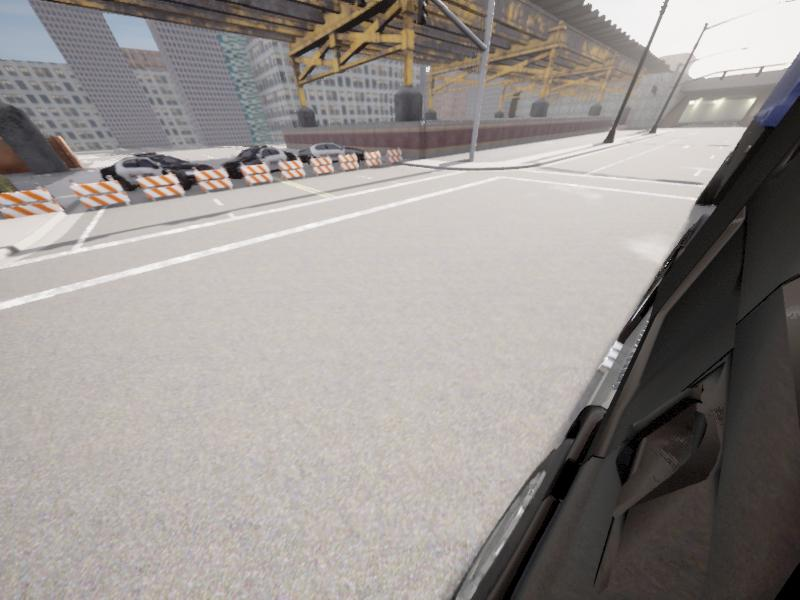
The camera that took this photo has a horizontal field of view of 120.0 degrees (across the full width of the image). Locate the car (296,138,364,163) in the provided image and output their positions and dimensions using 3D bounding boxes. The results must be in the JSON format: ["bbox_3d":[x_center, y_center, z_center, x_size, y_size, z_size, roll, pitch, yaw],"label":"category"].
[{"bbox_3d":[-5.064,-11.128,17.164,4.536,1.218,1.853,-9,37,-8],"label":"car"}]

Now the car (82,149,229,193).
[{"bbox_3d":[-12.116,-6.589,11.782,4.974,1.542,2.038,1,37,4],"label":"car"}]

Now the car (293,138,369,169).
[{"bbox_3d":[-5.008,-11.010,17.266,4.974,1.542,2.038,-9,37,-8],"label":"car"}]

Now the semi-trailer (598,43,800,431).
[{"bbox_3d":[8.696,-3.593,4.248,14.254,4.402,2.717,-28,44,-30],"label":"semi-trailer"}]

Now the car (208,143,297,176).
[{"bbox_3d":[-8.595,-8.630,14.037,1.853,1.218,4.536,7,38,12],"label":"car"}]

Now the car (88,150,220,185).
[{"bbox_3d":[-12.173,-6.715,11.691,4.536,1.218,1.853,1,37,4],"label":"car"}]

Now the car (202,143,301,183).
[{"bbox_3d":[-8.601,-8.473,14.092,2.038,1.542,4.974,7,38,12],"label":"car"}]

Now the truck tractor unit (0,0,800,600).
[{"bbox_3d":[2.645,-0.295,0.351,6.516,4.208,3.053,-28,44,-30],"label":"truck tractor unit"}]
